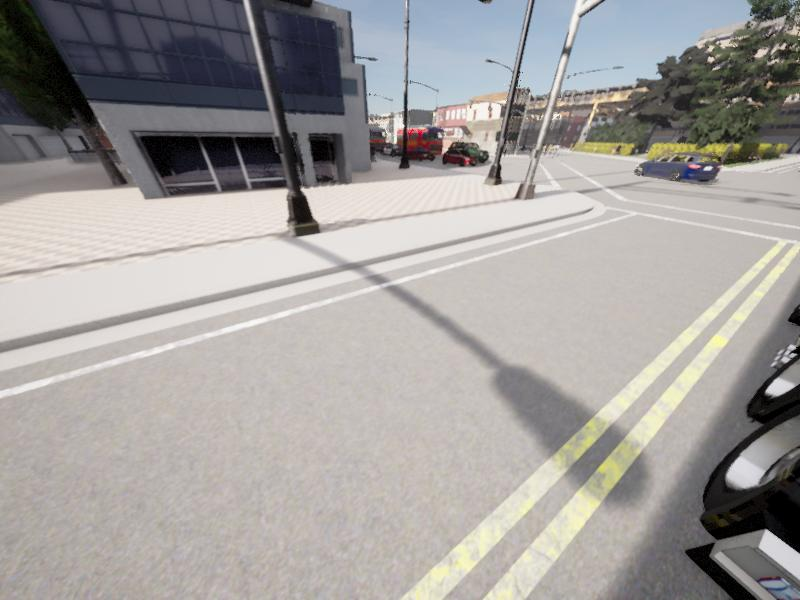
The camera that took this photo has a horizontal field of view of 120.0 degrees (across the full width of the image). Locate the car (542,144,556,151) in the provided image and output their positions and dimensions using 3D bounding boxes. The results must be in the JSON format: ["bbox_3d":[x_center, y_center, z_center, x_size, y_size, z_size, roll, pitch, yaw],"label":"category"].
[{"bbox_3d":[40.214,-41.298,62.453,1.801,1.575,5.366,9,36,12],"label":"car"}]

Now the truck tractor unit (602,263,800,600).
[{"bbox_3d":[5.114,-0.296,0.784,6.516,4.208,3.053,-18,39,-24],"label":"truck tractor unit"}]

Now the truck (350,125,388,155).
[{"bbox_3d":[-5.389,-27.383,39.324,2.891,3.827,8.468,-18,40,-25],"label":"truck"}]

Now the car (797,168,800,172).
[{"bbox_3d":[40.232,-12.935,21.615,5.027,1.651,2.152,-18,39,-24],"label":"car"}]

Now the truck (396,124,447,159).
[{"bbox_3d":[2.751,-23.319,33.946,2.891,3.827,8.468,-18,40,-25],"label":"truck"}]

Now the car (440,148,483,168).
[{"bbox_3d":[6.247,-14.819,24.027,1.816,1.474,4.193,-18,39,-25],"label":"car"}]

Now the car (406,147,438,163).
[{"bbox_3d":[2.640,-18.293,29.023,1.994,1.385,4.181,-18,39,-24],"label":"car"}]

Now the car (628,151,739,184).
[{"bbox_3d":[19.815,-9.630,16.611,2.242,1.667,4.611,2,35,1],"label":"car"}]

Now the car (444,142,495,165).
[{"bbox_3d":[7.965,-17.376,27.199,2.150,2.045,5.566,-18,39,-25],"label":"car"}]
